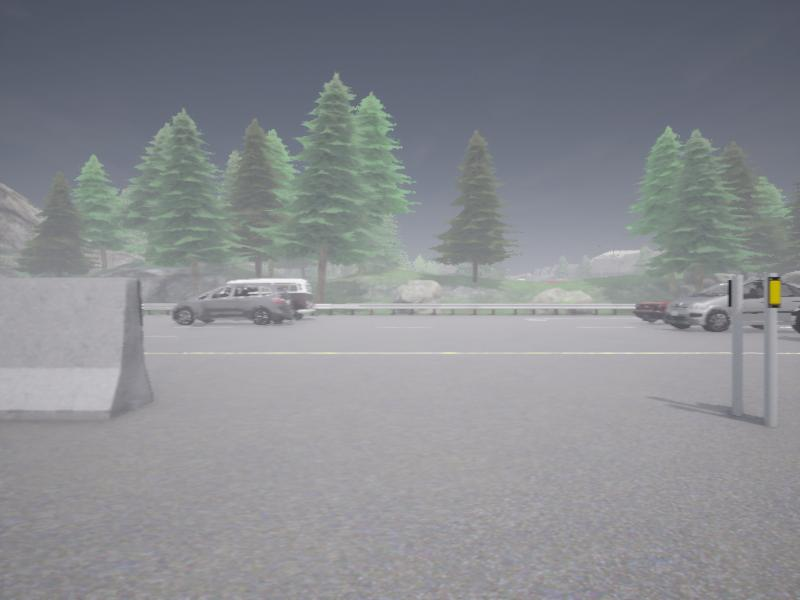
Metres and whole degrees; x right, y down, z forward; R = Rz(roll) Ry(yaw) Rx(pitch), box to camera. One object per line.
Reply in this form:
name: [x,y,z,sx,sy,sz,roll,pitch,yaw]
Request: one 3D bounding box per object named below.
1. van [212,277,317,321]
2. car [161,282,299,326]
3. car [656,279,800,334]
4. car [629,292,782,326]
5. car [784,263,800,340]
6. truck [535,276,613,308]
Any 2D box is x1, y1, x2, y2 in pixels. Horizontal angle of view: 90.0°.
van: [-6.527,-0.029,19.700,4.480,2.038,2.069,0,0,0]
car: [-6.693,0.158,16.200,4.611,1.667,2.242,0,0,0]
car: [10.721,0.185,12.702,3.988,1.617,1.851,0,0,0]
car: [12.194,0.340,16.200,4.718,1.301,1.895,0,0,0]
car: [11.676,0.043,9.199,3.866,1.878,1.905,0,0,0]
truck: [21.629,-0.932,49.972,8.468,3.827,2.891,0,0,3]
